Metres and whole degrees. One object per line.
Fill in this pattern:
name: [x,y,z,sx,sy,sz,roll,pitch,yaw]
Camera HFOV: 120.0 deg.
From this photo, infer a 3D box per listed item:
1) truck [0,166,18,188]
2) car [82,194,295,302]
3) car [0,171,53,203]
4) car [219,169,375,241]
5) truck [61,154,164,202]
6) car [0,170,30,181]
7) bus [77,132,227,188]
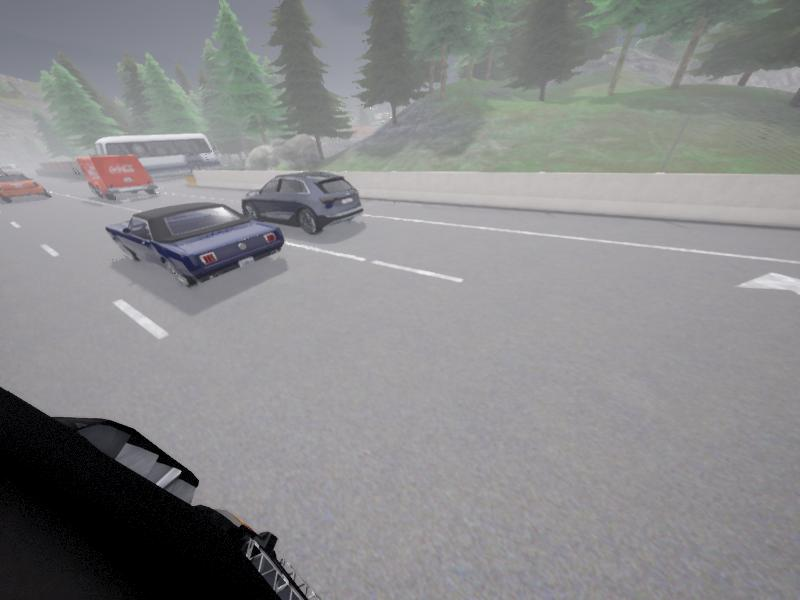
truck: [-51.794,-15.978,28.361,8.468,3.827,2.891,16,38,26]
car: [-5.034,-1.559,5.498,4.718,1.301,1.895,16,38,26]
car: [-29.333,-8.708,17.598,4.553,1.767,2.097,16,38,26]
car: [-3.530,-3.498,8.011,4.856,1.649,2.033,16,38,26]
truck: [-19.707,-8.472,15.929,5.204,2.467,2.627,16,38,26]
car: [-67.159,-21.640,40.144,4.792,1.488,2.163,16,38,26]
bus: [-26.946,-16.116,26.191,3.944,4.253,10.273,20,42,29]
